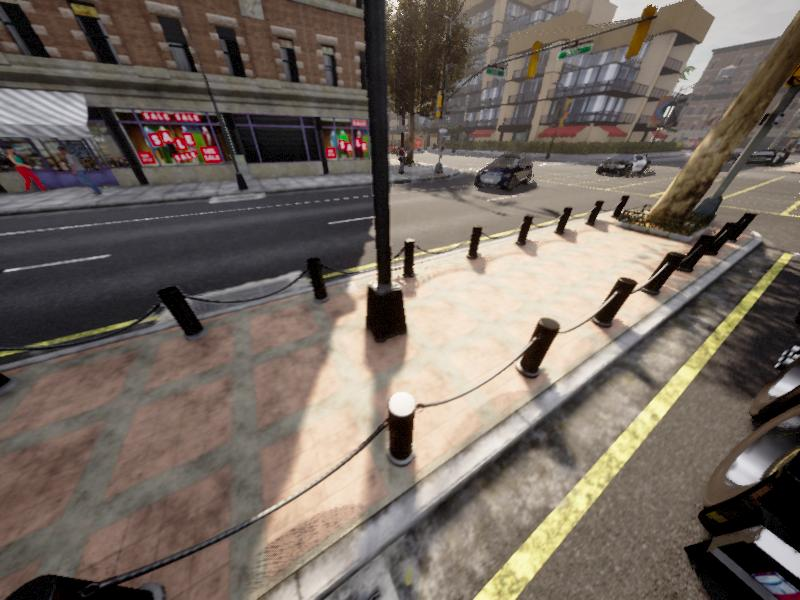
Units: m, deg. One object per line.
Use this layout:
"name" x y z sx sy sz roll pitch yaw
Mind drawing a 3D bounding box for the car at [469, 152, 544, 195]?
"car" 6.261 -7.496 13.405 2.033 1.649 4.856 28 43 32

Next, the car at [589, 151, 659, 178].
"car" 17.935 -10.900 18.478 4.974 1.542 2.038 -18 39 -24

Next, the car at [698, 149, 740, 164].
"car" 40.097 -18.097 29.056 3.806 1.475 1.970 -18 39 -24

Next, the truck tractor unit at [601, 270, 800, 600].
"truck tractor unit" 5.120 -0.292 0.768 6.516 4.208 3.053 -18 39 -24

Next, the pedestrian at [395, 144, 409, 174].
"pedestrian" 0.138 -10.435 17.067 0.751 1.860 0.751 -25 42 -32

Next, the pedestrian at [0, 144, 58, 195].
"pedestrian" -16.693 -5.775 10.230 0.751 1.860 0.751 -20 40 -27

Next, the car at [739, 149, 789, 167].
"car" 41.690 -16.333 26.487 4.974 1.542 2.038 -18 39 -24

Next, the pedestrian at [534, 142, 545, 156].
"pedestrian" 22.552 -24.504 37.476 0.751 1.860 0.751 -19 39 -25

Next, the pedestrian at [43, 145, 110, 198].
"pedestrian" -13.500 -5.418 9.743 0.751 1.860 0.751 -24 41 -30
